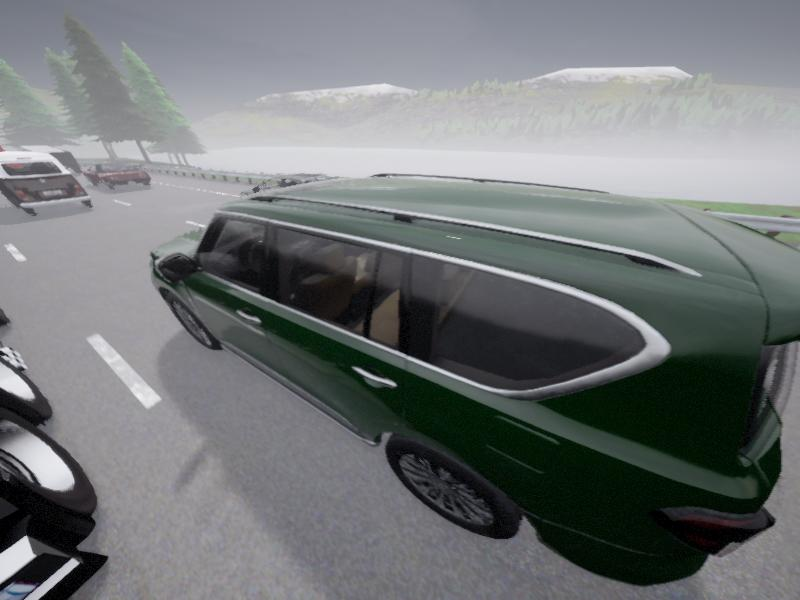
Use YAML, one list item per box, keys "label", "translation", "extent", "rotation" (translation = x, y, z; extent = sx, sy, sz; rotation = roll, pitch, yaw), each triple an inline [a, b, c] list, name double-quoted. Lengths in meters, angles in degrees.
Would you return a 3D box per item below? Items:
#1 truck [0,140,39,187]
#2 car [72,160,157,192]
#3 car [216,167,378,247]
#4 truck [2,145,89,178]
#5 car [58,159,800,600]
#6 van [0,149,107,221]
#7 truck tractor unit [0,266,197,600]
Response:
- label: "truck"
  translation: [-28.087, -9.208, 15.473]
  extent: [5.204, 2.467, 2.627]
  rotation: [18, 38, 23]
- label: "car"
  translation: [-17.519, -7.686, 14.191]
  extent: [4.718, 1.301, 1.895]
  rotation: [18, 39, 24]
- label: "car"
  translation: [-3.177, -3.138, 7.283]
  extent: [4.514, 1.525, 2.007]
  rotation: [18, 39, 24]
- label: "truck"
  translation: [-30.523, -12.037, 19.895]
  extent: [6.274, 2.098, 2.390]
  rotation: [16, 38, 22]
- label: "car"
  translation: [-0.520, -0.192, 2.543]
  extent: [5.566, 2.045, 2.150]
  rotation: [18, 39, 24]
- label: "van"
  translation: [-14.897, -4.846, 9.406]
  extent: [4.480, 2.038, 2.069]
  rotation: [18, 39, 24]
- label: "truck tractor unit"
  translation: [-5.121, -0.287, 0.790]
  extent: [6.516, 4.208, 3.053]
  rotation: [18, 39, 24]
